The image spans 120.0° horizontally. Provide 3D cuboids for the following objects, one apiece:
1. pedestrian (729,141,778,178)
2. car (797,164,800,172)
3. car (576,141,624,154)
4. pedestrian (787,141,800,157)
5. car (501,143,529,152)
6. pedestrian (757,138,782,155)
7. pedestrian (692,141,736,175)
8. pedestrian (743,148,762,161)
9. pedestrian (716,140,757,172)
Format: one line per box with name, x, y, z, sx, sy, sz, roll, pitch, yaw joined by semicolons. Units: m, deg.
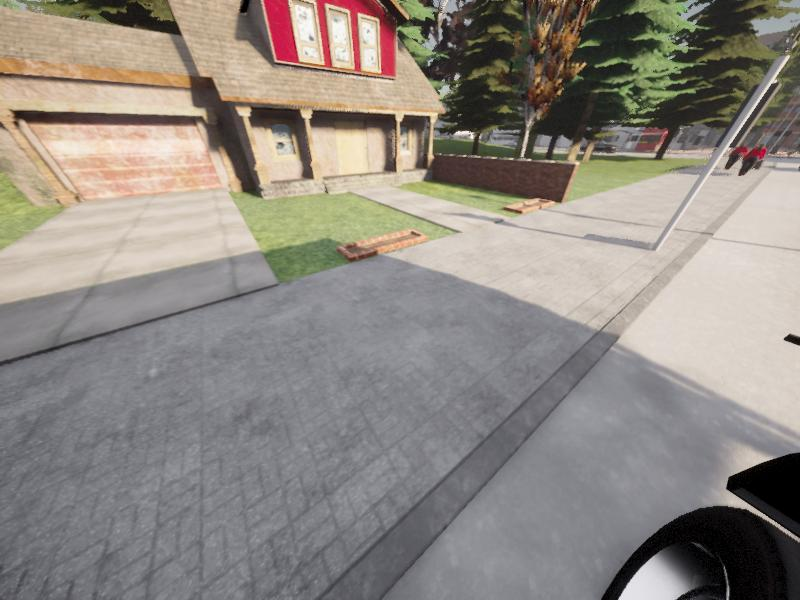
pedestrian;21.162;-8.435;13.880;0.751;1.860;0.751;-28;44;-34
car;31.936;-10.481;17.261;4.193;1.474;1.816;-23;41;-28
car;31.722;-24.357;36.814;2.152;1.651;5.027;-22;41;-28
pedestrian;48.320;-18.424;27.849;0.751;1.860;0.751;-18;39;-24
car;23.220;-31.075;46.938;1.812;1.442;4.674;-22;41;-28
pedestrian;47.436;-19.716;29.689;0.751;1.860;0.751;21;41;28
pedestrian;20.339;-9.214;14.991;0.751;1.860;0.751;-15;38;-19
pedestrian;36.037;-14.915;23.624;0.500;1.100;0.500;20;40;26
pedestrian;23.716;-10.166;16.316;0.751;1.860;0.751;-22;40;-27
